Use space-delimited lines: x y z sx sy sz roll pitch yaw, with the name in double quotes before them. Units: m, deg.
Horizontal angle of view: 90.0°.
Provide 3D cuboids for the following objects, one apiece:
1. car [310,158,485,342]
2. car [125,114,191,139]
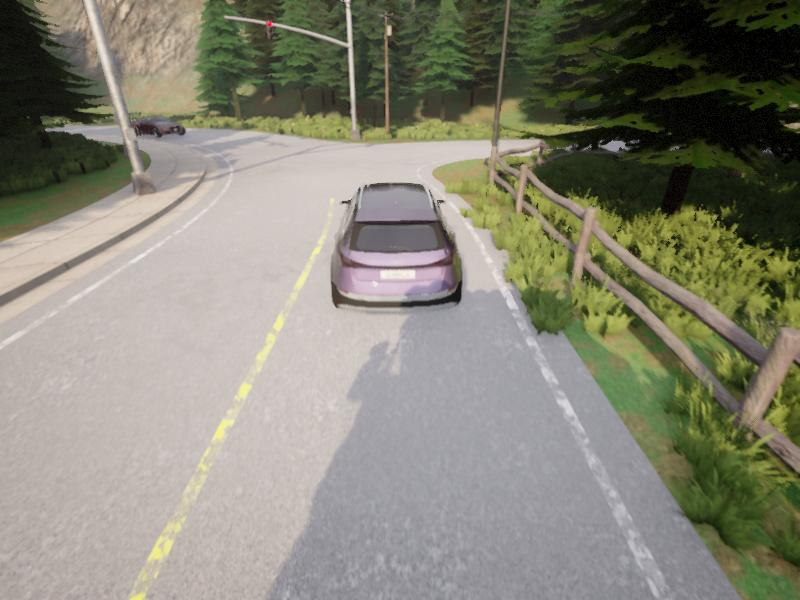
"car" -0.109 -1.309 7.163 2.033 1.649 4.856 -1 28 -2
"car" -17.674 -12.710 29.211 4.181 1.385 1.994 15 31 26
